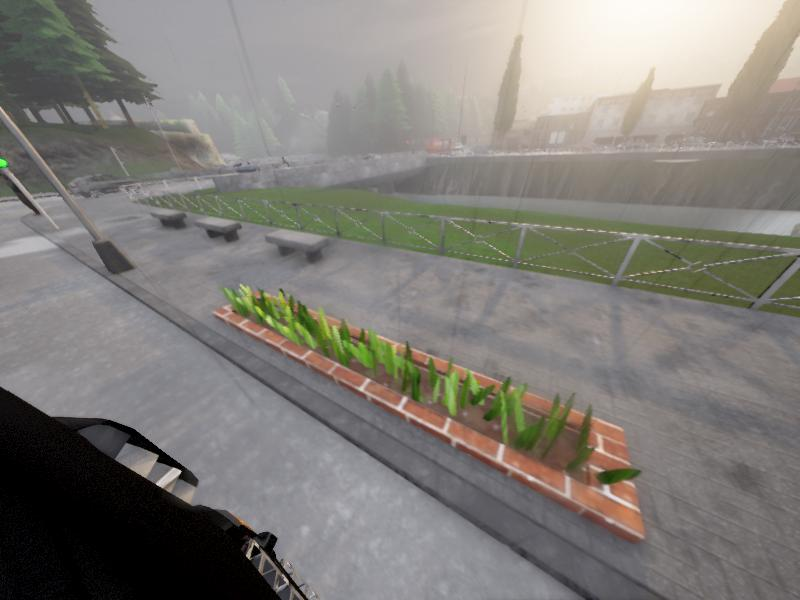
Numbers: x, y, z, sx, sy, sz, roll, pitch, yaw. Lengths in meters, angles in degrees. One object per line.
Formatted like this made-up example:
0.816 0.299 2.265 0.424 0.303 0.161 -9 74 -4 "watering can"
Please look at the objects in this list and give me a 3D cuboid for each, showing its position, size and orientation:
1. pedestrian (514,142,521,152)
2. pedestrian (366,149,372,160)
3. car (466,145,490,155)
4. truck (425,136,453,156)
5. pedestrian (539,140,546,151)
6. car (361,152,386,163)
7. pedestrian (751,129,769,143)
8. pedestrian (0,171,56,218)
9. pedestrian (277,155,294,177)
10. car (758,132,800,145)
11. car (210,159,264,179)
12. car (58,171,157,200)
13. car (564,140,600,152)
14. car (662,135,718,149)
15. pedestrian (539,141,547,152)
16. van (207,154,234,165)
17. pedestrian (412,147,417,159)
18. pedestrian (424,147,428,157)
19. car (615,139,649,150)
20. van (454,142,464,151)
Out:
26.757 -35.041 52.793 0.751 1.860 0.751 -20 37 -24 "pedestrian"
-6.745 -31.680 50.341 0.751 1.860 0.751 -29 42 -34 "pedestrian"
18.049 -34.800 53.556 4.856 1.649 2.033 16 38 26 "car"
9.649 -38.929 58.438 2.891 3.827 8.468 -15 35 -17 "truck"
30.610 -33.213 49.735 0.751 1.860 0.751 23 41 33 "pedestrian"
-4.785 -26.351 42.683 2.038 1.542 4.974 16 38 26 "car"
60.008 -27.290 38.534 0.751 1.860 0.751 22 41 33 "pedestrian"
-17.797 -4.943 10.867 0.751 1.860 0.751 -2 34 2 "pedestrian"
-11.750 -13.759 23.708 0.751 1.860 0.751 16 38 26 "pedestrian"
56.831 -23.732 33.972 3.806 1.475 1.970 16 38 26 "car"
-19.695 -16.035 28.166 2.242 1.667 4.611 16 38 26 "car"
-22.057 -8.862 17.711 1.816 1.474 4.193 10 36 19 "car"
35.193 -29.932 44.880 5.027 1.651 2.152 16 38 26 "car"
47.967 -26.317 38.413 5.238 1.638 1.930 16 38 26 "car"
30.235 -32.470 48.833 0.751 1.860 0.751 -3 34 -1 "pedestrian"
-55.976 -43.918 72.219 1.988 2.561 5.915 16 38 26 "van"
2.738 -28.398 44.653 0.751 1.860 0.751 14 37 23 "pedestrian"
5.501 -31.513 49.135 0.751 1.860 0.751 6 35 13 "pedestrian"
41.679 -28.033 41.640 3.806 1.475 1.970 16 38 26 "car"
22.380 -58.175 87.598 1.988 2.561 5.915 16 38 26 "van"
